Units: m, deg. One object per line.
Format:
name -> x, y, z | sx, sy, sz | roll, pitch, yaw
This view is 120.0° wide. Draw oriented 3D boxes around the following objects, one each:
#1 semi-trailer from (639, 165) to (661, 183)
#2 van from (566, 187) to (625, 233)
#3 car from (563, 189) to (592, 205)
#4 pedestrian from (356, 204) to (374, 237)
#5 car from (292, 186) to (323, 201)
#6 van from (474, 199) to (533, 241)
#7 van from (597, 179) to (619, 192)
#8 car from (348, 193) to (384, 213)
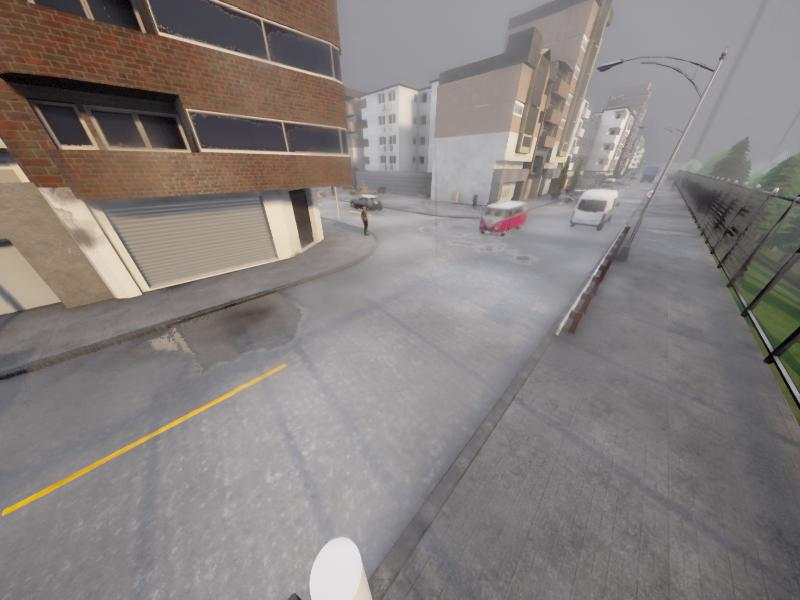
semi-trailer -> 77.328, -38.956, 71.271 | 14.254, 4.402, 2.717 | -26, 39, -38
van -> 15.491, -7.250, 18.189 | 5.915, 2.561, 1.988 | -27, 39, -38
car -> 22.874, -13.291, 29.758 | 3.806, 1.475, 1.970 | -26, 39, -38
pedestrian -> -2.244, -5.141, 14.973 | 0.751, 1.860, 0.751 | 24, 38, 36
car -> -13.693, -15.770, 33.986 | 5.366, 1.575, 1.801 | 27, 39, 38
van -> 7.222, -5.692, 16.085 | 4.442, 1.987, 1.775 | -27, 39, -38
van -> 40.263, -22.229, 44.675 | 4.480, 2.038, 2.069 | -27, 39, -38
car -> -3.772, -10.746, 25.435 | 3.806, 1.475, 1.970 | 27, 39, 38
